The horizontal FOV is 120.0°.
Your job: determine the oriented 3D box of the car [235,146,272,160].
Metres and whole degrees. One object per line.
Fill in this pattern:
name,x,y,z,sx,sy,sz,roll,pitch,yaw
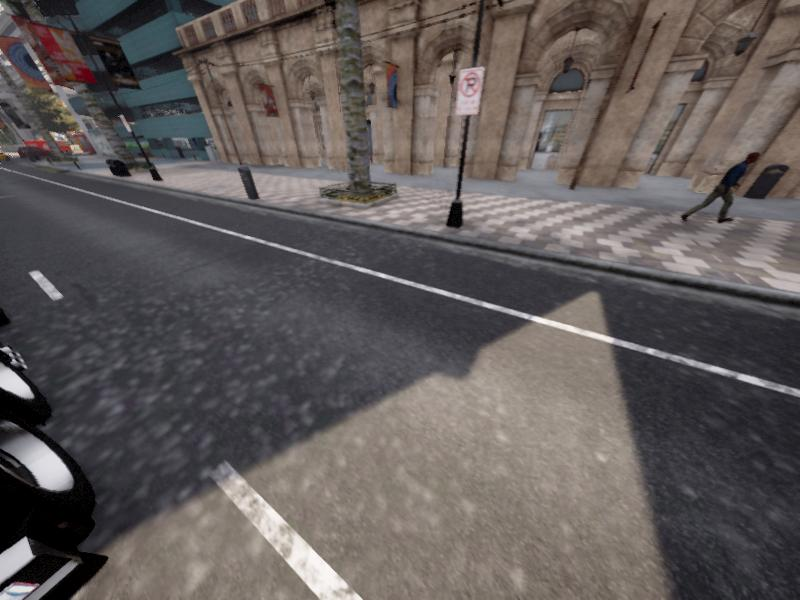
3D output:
car,-20.460,-20.582,32.237,4.514,1.523,2.007,18,39,24

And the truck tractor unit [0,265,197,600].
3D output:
truck tractor unit,-5.117,-0.292,0.786,6.516,4.208,3.053,18,39,24

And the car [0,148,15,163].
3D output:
car,-56.234,-19.867,31.723,1.801,1.575,5.366,-25,42,-31

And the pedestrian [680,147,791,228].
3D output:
pedestrian,8.960,-3.060,6.326,0.751,1.860,0.751,18,39,24

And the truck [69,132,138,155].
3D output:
truck,-63.379,-33.887,49.899,2.891,3.827,8.468,3,35,5
